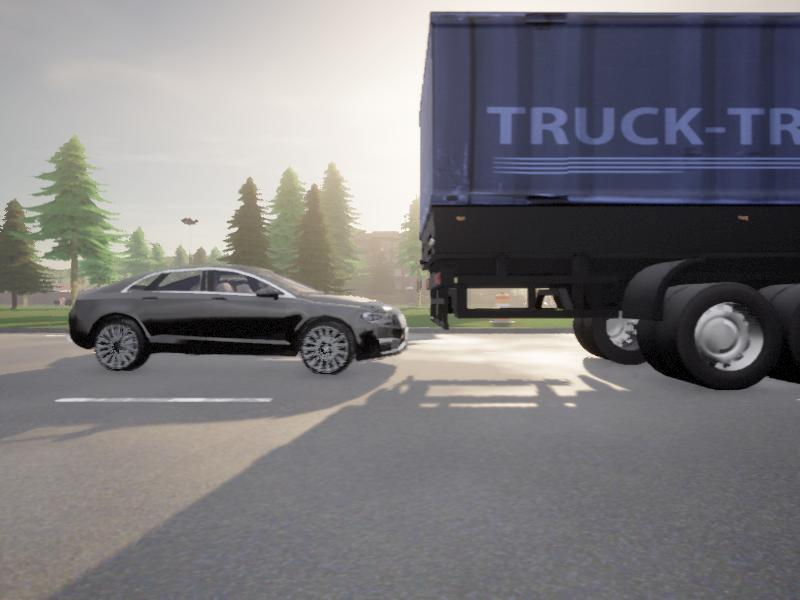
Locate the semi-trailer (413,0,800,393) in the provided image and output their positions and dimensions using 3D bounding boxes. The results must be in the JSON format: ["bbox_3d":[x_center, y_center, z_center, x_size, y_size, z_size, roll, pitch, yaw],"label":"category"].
[{"bbox_3d":[7.366,-1.213,5.611,14.254,4.402,2.717,0,0,-1],"label":"semi-trailer"}]

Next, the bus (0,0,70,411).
[{"bbox_3d":[-8.683,-1.142,2.322,10.273,4.253,3.944,0,0,0],"label":"bus"}]

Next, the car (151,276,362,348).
[{"bbox_3d":[-3.069,0.251,9.201,4.193,1.474,1.816,0,0,0],"label":"car"}]

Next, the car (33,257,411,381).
[{"bbox_3d":[-2.348,0.234,6.170,4.902,1.511,2.128,0,0,5],"label":"car"}]
